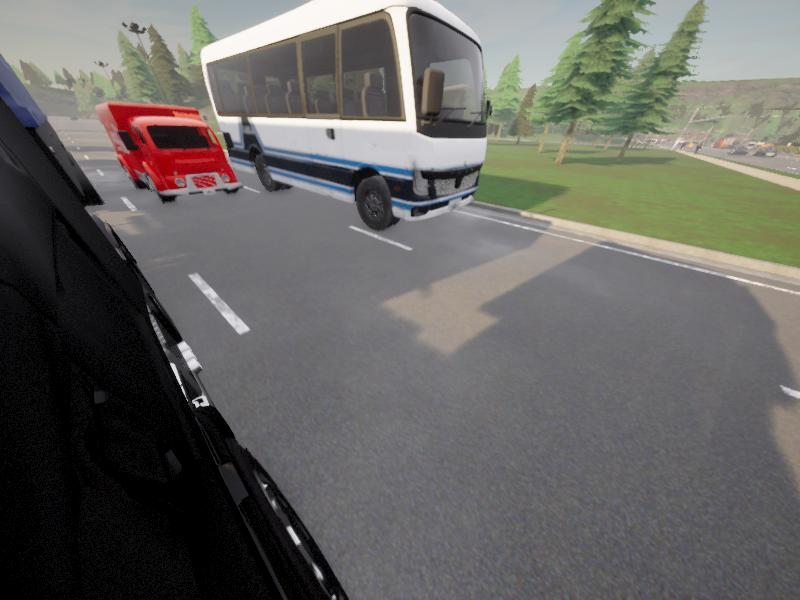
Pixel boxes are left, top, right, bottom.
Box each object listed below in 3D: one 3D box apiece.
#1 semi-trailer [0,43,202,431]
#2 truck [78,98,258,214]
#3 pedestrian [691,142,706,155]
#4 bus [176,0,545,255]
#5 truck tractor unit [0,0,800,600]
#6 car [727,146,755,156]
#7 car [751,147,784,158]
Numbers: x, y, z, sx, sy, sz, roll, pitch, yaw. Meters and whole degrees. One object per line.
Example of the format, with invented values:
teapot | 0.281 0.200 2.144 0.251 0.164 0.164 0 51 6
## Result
semi-trailer | -8.699 -3.592 4.246 14.254 4.402 2.717 28 44 30
truck | -7.812 -5.051 7.884 5.204 2.467 2.627 28 44 30
pedestrian | 54.471 -27.683 42.180 0.751 1.860 0.751 29 44 31
bus | -2.199 -5.628 7.505 10.273 4.253 3.944 28 44 30
truck tractor unit | -2.645 -0.295 0.351 6.516 4.208 3.053 28 44 30
car | 72.632 -31.778 49.322 2.038 1.542 4.974 27 42 29
car | 74.988 -30.161 47.214 2.033 1.649 4.856 27 44 29
